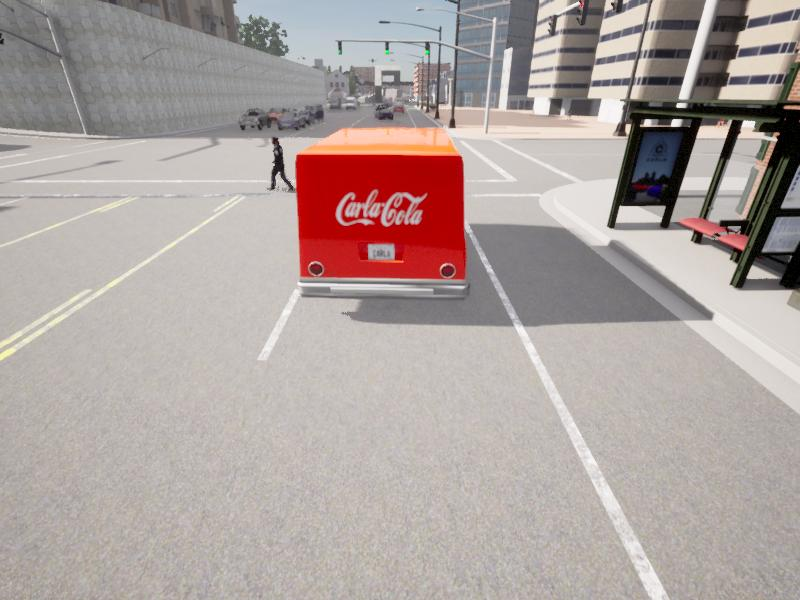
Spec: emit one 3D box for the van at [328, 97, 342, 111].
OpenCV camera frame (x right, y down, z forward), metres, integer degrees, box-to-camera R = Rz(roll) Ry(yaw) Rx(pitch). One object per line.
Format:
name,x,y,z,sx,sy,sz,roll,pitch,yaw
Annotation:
van,-14.210,-43.093,87.765,1.988,2.561,5.915,0,27,0

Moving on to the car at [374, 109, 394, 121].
car,-2.161,-24.430,52.809,1.895,1.301,4.718,-5,28,-10

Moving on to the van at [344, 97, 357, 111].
van,-10.708,-42.798,87.189,1.988,2.561,5.915,0,27,0

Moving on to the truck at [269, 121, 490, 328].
truck,-0.151,-1.900,7.627,2.627,2.467,5.204,1,27,2

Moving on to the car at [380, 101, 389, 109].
car,-3.729,-47.965,98.344,2.038,1.542,4.974,0,27,0

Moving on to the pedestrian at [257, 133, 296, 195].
pedestrian,-4.120,-4.565,13.430,0.751,1.860,0.751,5,28,10

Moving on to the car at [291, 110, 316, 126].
car,-10.605,-20.251,44.409,1.845,1.501,3.633,0,27,0

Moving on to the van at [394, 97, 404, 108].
van,-0.234,-49.761,100.918,2.351,2.431,6.366,0,27,0

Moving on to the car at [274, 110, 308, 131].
car,-10.591,-17.646,39.230,2.033,1.649,4.856,0,27,0

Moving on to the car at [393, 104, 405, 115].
car,-0.164,-33.489,70.286,2.007,1.525,4.514,0,27,0

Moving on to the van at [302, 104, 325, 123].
van,-10.614,-23.045,49.347,1.775,1.987,4.442,0,27,0

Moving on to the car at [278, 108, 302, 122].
car,-14.119,-23.885,51.550,1.816,1.474,4.193,0,27,0

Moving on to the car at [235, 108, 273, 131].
car,-14.091,-17.669,38.996,1.932,1.855,4.605,0,27,0

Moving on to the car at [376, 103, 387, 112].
car,-3.687,-38.536,80.190,1.970,1.475,3.806,0,27,0

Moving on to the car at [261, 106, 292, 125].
car,-14.107,-21.152,45.876,2.097,1.767,4.553,0,27,0
